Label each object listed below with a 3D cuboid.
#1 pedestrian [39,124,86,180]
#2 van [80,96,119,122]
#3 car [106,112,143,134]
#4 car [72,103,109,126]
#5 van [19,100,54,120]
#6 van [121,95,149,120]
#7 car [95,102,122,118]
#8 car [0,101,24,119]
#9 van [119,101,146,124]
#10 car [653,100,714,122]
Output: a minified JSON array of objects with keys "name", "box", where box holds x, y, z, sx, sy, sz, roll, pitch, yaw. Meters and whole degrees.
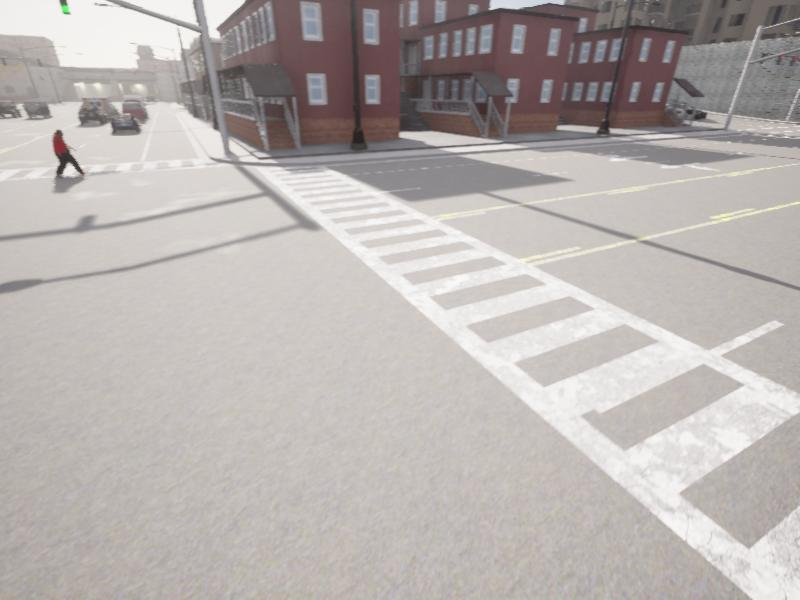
[{"name":"pedestrian","box":[-12.653,-5.567,15.068,0.751,1.860,0.751,-14,31,-26]},{"name":"van","box":[-34.552,-22.123,46.184,2.351,2.431,6.366,-13,30,-24]},{"name":"car","box":[-22.876,-14.817,33.375,1.994,1.385,4.181,-13,30,-25]},{"name":"car","box":[-30.852,-18.611,40.049,1.932,1.855,4.605,-13,30,-24]},{"name":"van","box":[-43.392,-22.787,47.849,1.775,1.987,4.442,-13,30,-24]},{"name":"van","box":[-32.034,-23.409,48.569,1.988,2.561,5.915,-13,30,-24]},{"name":"car","box":[-38.067,-24.868,52.305,2.033,1.649,4.856,-13,30,-24]},{"name":"car","box":[-47.767,-23.135,48.572,1.905,1.878,3.866,-13,30,-24]},{"name":"van","box":[-28.857,-20.365,43.327,1.775,1.987,4.442,-14,31,-24]},{"name":"car","box":[32.410,-21.766,45.911,1.930,1.638,5.238,-13,36,-25]}]
